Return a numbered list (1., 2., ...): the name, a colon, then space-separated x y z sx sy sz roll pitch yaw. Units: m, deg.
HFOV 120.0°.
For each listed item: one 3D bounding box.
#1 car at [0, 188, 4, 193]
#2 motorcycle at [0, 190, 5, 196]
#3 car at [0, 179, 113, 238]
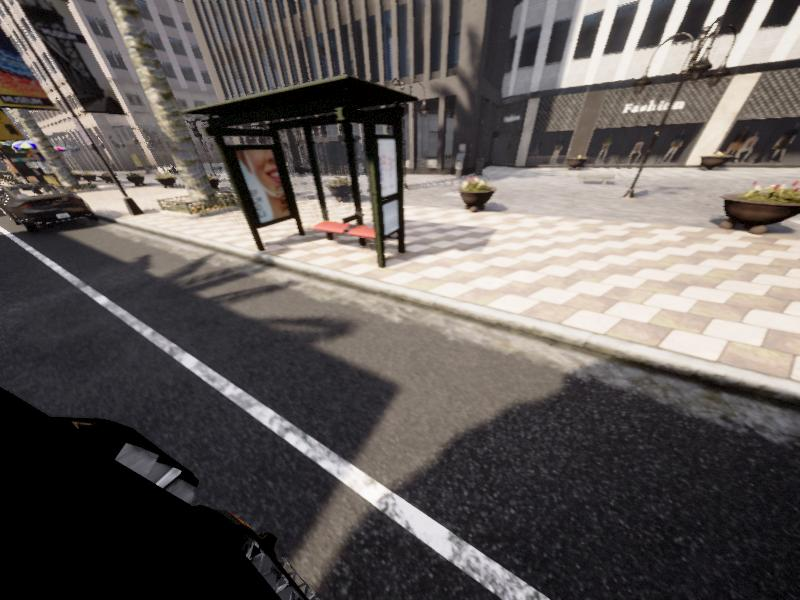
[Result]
1. car: -40.655 -11.088 21.874 4.553 1.767 2.185 15 37 25
2. motorcycle: -34.271 -9.027 18.840 0.764 1.277 2.356 -20 37 -25
3. car: -14.911 -3.995 9.633 4.892 1.521 2.231 15 37 25
